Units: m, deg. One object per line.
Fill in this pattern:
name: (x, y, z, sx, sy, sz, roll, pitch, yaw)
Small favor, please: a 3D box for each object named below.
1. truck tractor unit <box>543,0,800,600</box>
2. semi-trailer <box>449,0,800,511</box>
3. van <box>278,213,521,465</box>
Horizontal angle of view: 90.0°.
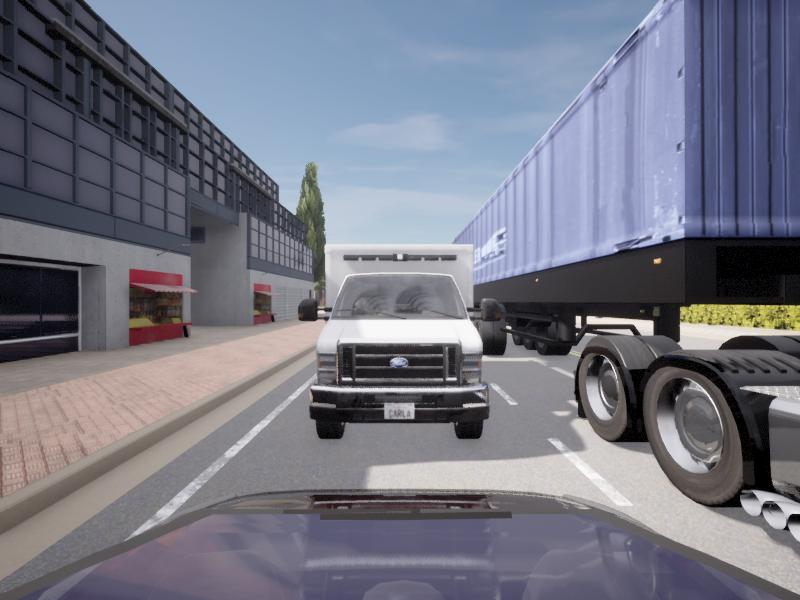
truck tractor unit: (3.498, -0.515, 2.245, 3.053, 4.208, 6.516, 0, 0, 0)
semi-trailer: (3.492, -0.618, 10.157, 2.717, 4.402, 14.254, 0, 0, 0)
van: (-0.007, 0.378, 7.051, 2.351, 2.431, 6.366, 0, 0, 0)
